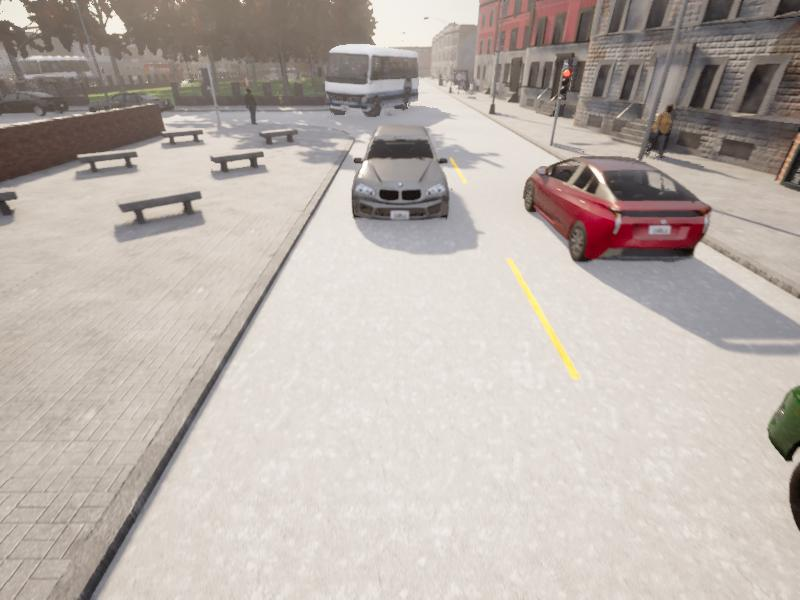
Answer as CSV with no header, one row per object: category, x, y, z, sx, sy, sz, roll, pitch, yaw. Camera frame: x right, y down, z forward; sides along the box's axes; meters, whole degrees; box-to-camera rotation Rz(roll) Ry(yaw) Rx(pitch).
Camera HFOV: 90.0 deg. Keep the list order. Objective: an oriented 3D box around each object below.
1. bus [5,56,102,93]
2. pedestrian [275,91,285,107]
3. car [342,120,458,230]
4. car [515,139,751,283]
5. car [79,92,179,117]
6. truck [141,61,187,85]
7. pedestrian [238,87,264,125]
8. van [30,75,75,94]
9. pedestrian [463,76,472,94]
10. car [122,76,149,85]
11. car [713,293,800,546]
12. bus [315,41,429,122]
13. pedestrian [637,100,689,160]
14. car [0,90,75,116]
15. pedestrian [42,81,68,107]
bus,-49.120,-32.582,57.464,3.944,4.253,10.273,2,31,3
pedestrian,-9.879,-16.546,32.932,0.500,1.100,0.500,0,30,0
car,0.018,-3.371,10.103,2.242,1.667,4.611,0,30,0
car,3.981,-2.070,8.021,2.007,1.525,4.514,0,30,0
car,-19.021,-13.849,28.285,5.357,1.411,2.033,0,30,1
truck,-45.418,-44.030,77.464,2.891,3.827,8.468,2,30,4
pedestrian,-8.342,-10.876,22.472,0.751,1.860,0.751,11,32,18
van,-45.259,-28.214,52.255,1.775,1.987,4.442,-1,30,-2
pedestrian,8.104,-26.029,48.380,0.751,1.860,0.751,-3,30,-5
car,-49.526,-41.202,74.988,1.812,1.442,4.674,0,30,0
car,4.009,1.846,0.814,2.150,2.045,5.566,0,30,0
bus,-1.570,-16.107,29.333,3.944,4.253,10.273,14,33,18
pedestrian,9.277,-6.011,14.171,0.751,1.860,0.751,-5,31,-9
car,-26.446,-13.935,28.293,5.008,1.535,1.882,0,30,0
pedestrian,-28.203,-16.846,32.696,0.751,1.860,0.751,0,30,-1
